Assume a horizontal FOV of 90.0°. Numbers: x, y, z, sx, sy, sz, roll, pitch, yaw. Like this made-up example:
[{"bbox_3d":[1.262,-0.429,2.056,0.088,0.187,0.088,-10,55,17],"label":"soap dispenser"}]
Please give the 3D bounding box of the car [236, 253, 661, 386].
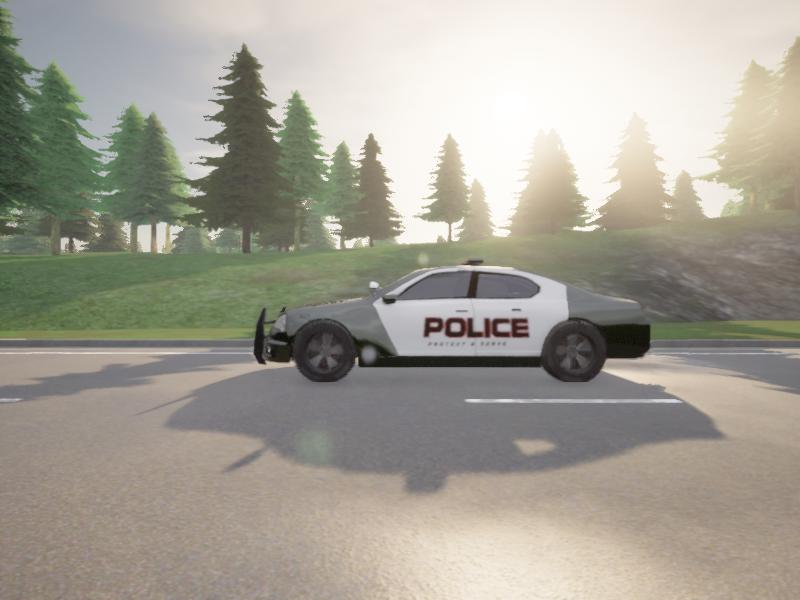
[{"bbox_3d":[0.566,0.229,5.699,4.974,1.542,2.038,0,0,0],"label":"car"}]
